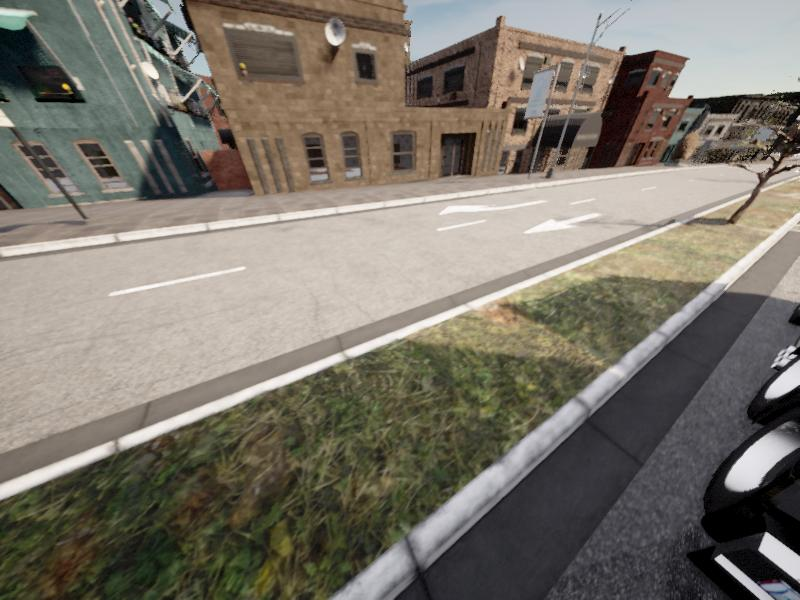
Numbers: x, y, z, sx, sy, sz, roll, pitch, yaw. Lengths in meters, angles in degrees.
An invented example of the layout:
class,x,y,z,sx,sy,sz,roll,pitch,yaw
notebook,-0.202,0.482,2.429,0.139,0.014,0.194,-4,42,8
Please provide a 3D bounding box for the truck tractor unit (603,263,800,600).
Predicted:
class,x,y,z,sx,sy,sz,roll,pitch,yaw
truck tractor unit,5.107,-0.304,0.793,6.516,4.208,3.053,-18,39,-24

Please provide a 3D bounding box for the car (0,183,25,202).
class,x,y,z,sx,sy,sz,roll,pitch,yaw
car,-49.546,-12.856,27.836,1.905,1.878,3.866,-6,30,-6
